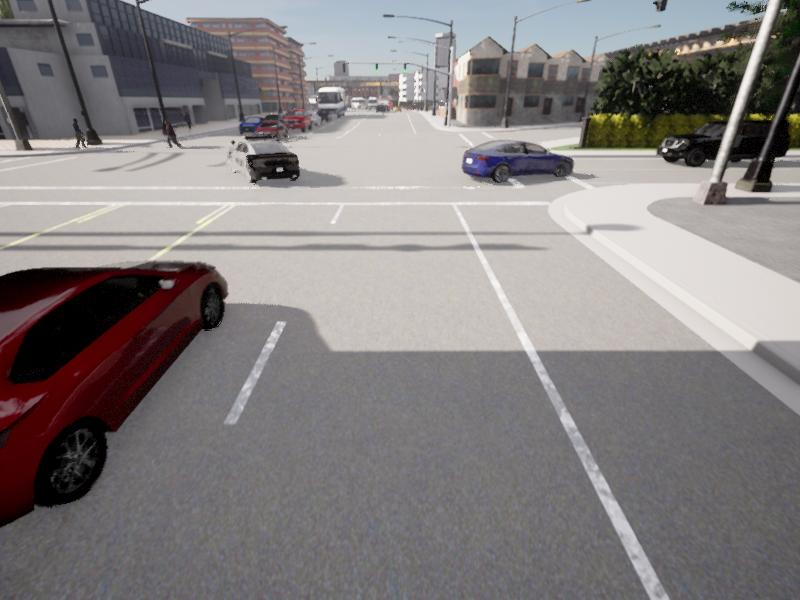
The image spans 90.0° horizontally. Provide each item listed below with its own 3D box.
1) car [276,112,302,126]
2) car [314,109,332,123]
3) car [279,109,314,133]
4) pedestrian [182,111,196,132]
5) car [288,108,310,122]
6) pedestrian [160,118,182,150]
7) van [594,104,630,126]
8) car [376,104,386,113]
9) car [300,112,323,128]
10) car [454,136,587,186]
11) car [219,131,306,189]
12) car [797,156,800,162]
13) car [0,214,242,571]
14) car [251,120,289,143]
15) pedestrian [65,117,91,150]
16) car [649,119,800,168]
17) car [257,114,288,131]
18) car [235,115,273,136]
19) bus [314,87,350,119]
[{"bbox_3d":[-14.237,-23.343,51.493,1.994,1.385,4.181,0,27,1],"label":"car"},{"bbox_3d":[-10.774,-25.890,56.228,1.816,1.474,4.193,0,28,0],"label":"car"},{"bbox_3d":[-10.700,-18.720,41.732,2.150,2.045,5.566,0,27,0],"label":"car"},{"bbox_3d":[-20.799,-17.597,39.397,0.751,1.860,0.751,-7,27,-13],"label":"pedestrian"},{"bbox_3d":[-14.280,-26.374,57.080,1.882,1.535,5.008,0,28,0],"label":"car"},{"bbox_3d":[-15.163,-10.995,26.487,0.751,1.860,0.751,-18,32,-32],"label":"pedestrian"},{"bbox_3d":[28.262,-24.650,53.210,1.988,2.561,5.915,24,35,39],"label":"van"},{"bbox_3d":[-3.913,-40.063,83.609,1.882,1.535,5.008,0,26,0],"label":"car"},{"bbox_3d":[-10.736,-21.961,48.739,1.812,1.442,4.674,0,27,0],"label":"car"},{"bbox_3d":[4.943,-5.854,16.608,4.792,1.488,2.163,-10,28,-19],"label":"car"},{"bbox_3d":[-5.939,-6.077,16.917,1.930,1.638,5.238,-15,31,-29],"label":"car"},{"bbox_3d":[23.317,-7.441,19.948,4.718,1.301,1.895,0,26,0],"label":"car"},{"bbox_3d":[-3.517,0.333,4.399,1.816,1.474,4.193,0,27,0],"label":"car"},{"bbox_3d":[-10.541,-13.898,32.822,1.812,1.442,4.674,-1,26,-2],"label":"car"},{"bbox_3d":[-20.175,-10.469,25.098,0.751,1.860,0.751,-17,31,-30],"label":"pedestrian"},{"bbox_3d":[15.984,-7.784,19.807,5.566,2.045,2.150,0,26,0],"label":"car"},{"bbox_3d":[-14.220,-20.032,44.954,1.837,1.490,4.892,0,27,0],"label":"car"},{"bbox_3d":[-14.196,-17.133,39.153,1.882,1.535,5.008,0,27,0],"label":"car"},{"bbox_3d":[-10.700,-31.771,64.339,3.944,4.253,10.273,0,28,0],"label":"bus"}]
